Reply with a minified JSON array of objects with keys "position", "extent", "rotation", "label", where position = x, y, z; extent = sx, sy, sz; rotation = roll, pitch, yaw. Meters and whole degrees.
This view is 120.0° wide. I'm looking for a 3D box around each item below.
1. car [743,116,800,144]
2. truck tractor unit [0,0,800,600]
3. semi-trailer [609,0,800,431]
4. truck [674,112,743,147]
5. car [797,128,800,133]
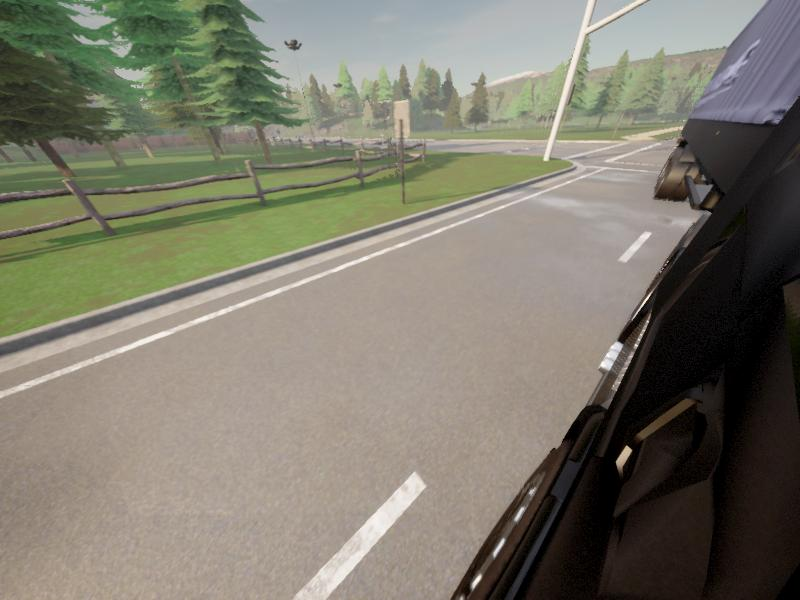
[{"position":[30.955,-14.103,19.146],"extent":[5.027,1.651,2.152],"rotation":[-28,43,-30],"label":"car"},{"position":[2.645,-0.295,0.351],"extent":[6.516,4.208,3.053],"rotation":[-28,44,-30],"label":"truck tractor unit"},{"position":[8.150,-3.938,4.693],"extent":[2.717,4.402,14.254],"rotation":[28,46,33],"label":"semi-trailer"},{"position":[26.160,-14.500,19.582],"extent":[6.274,2.098,2.390],"rotation":[-28,43,-30],"label":"truck"},{"position":[46.406,-19.504,25.368],"extent":[4.856,1.649,2.033],"rotation":[-28,44,-29],"label":"car"}]
